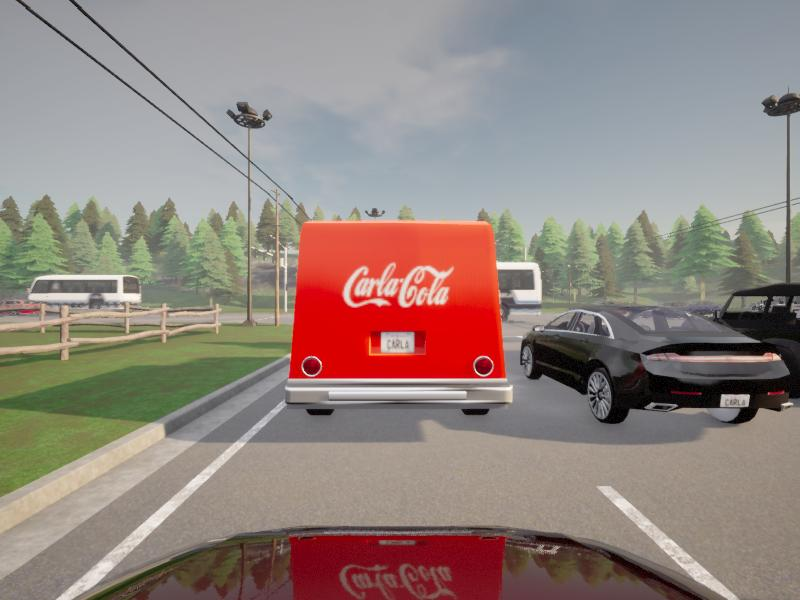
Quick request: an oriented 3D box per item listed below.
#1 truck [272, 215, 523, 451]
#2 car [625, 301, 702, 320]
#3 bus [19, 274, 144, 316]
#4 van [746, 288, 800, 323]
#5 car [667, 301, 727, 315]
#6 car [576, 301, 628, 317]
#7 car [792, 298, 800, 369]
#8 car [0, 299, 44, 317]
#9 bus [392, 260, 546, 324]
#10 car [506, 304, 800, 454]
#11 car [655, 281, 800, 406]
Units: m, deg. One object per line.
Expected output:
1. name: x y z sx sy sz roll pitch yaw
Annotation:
1. truck: -0.037 0.354 6.792 2.627 2.467 5.204 0 0 0
2. car: 21.175 0.851 32.253 4.792 1.488 2.163 0 0 0
3. bus: -33.689 -0.534 42.702 10.273 4.253 3.944 0 0 0
4. van: 29.068 0.378 28.745 6.366 2.431 2.351 0 0 0
5. car: 31.648 0.851 42.741 4.792 1.488 2.163 0 0 0
6. car: 19.775 0.854 39.254 4.193 1.474 1.816 0 0 0
7. car: 10.472 0.781 7.069 2.152 1.651 5.027 0 0 0
8. car: -38.301 0.754 39.318 4.611 1.667 2.242 0 0 0
9. bus: 4.634 -0.534 28.652 10.273 4.253 3.944 0 0 0
10. car: 3.464 0.836 6.582 2.128 1.511 4.902 0 0 0
11. car: 6.960 0.646 7.491 1.905 1.878 3.866 0 0 0
